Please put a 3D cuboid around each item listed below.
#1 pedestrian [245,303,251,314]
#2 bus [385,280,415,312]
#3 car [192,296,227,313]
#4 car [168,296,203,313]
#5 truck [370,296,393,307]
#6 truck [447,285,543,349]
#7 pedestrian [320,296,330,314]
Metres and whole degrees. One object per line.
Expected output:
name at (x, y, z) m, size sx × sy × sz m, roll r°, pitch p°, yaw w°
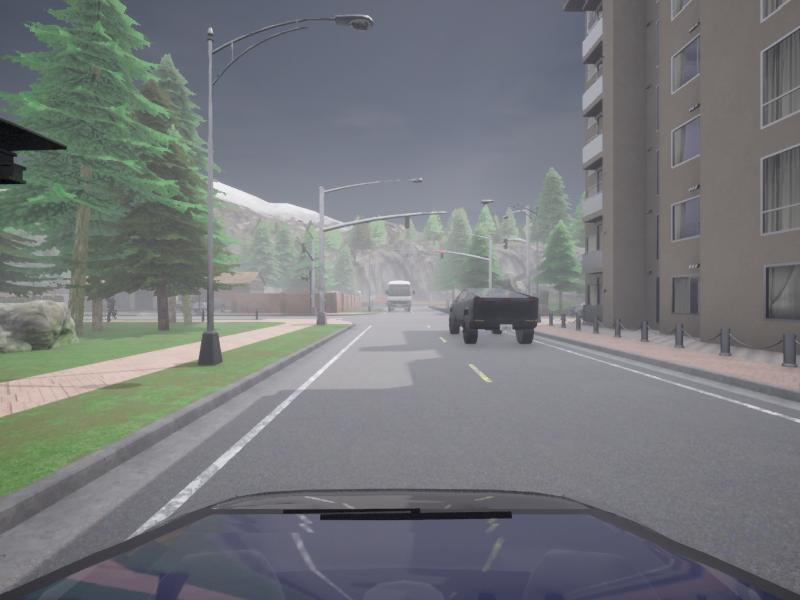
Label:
pedestrian at (-15.784, 0.856, 41.500) m, size 0.500 × 1.100 × 0.500 m, roll 0°, pitch 0°, yaw -3°
bus at (0.035, -0.534, 57.845) m, size 3.944 × 4.253 × 10.273 m, roll 0°, pitch 0°, yaw 0°
car at (-21.587, 0.503, 45.523) m, size 1.932 × 1.855 × 4.605 m, roll 0°, pitch 0°, yaw -1°
car at (-24.091, 0.505, 45.073) m, size 1.905 × 1.878 × 3.866 m, roll 0°, pitch 0°, yaw -1°
truck at (-4.268, 0.375, 93.239) m, size 5.204 × 2.467 × 2.627 m, roll 0°, pitch 0°, yaw -1°
truck at (3.475, 0.542, 16.195) m, size 2.390 × 2.098 × 6.274 m, roll 0°, pitch 0°, yaw 0°
pedestrian at (-7.833, 0.477, 41.897) m, size 0.751 × 1.860 × 0.751 m, roll 0°, pitch 0°, yaw -43°
